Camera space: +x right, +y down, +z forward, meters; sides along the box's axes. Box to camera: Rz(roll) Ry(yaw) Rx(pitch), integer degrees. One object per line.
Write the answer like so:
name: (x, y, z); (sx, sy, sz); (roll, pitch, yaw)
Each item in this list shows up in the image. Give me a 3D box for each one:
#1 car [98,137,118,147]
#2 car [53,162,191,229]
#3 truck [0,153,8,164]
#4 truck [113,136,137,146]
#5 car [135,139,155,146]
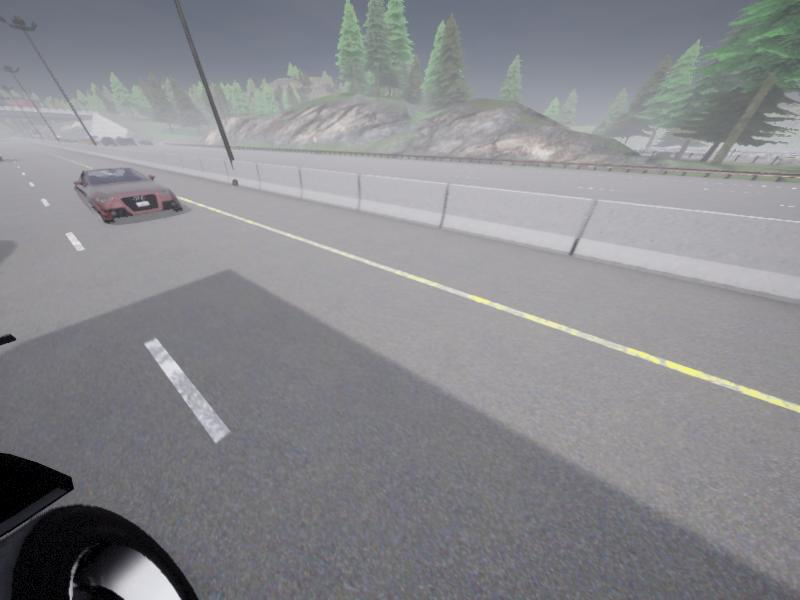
car: (-73.395, -39.813, 58.114); (3.866, 1.878, 1.905); (22, 41, 28)
car: (-9.639, -3.801, 8.028); (4.181, 1.385, 1.994); (22, 41, 28)
truck: (-40.843, -14.495, 21.972); (5.204, 2.467, 2.627); (22, 41, 28)
truck: (-72.739, -42.103, 61.163); (6.274, 2.098, 2.390); (22, 41, 28)
car: (-69.616, -43.023, 63.067); (4.902, 1.511, 2.128); (22, 41, 28)
